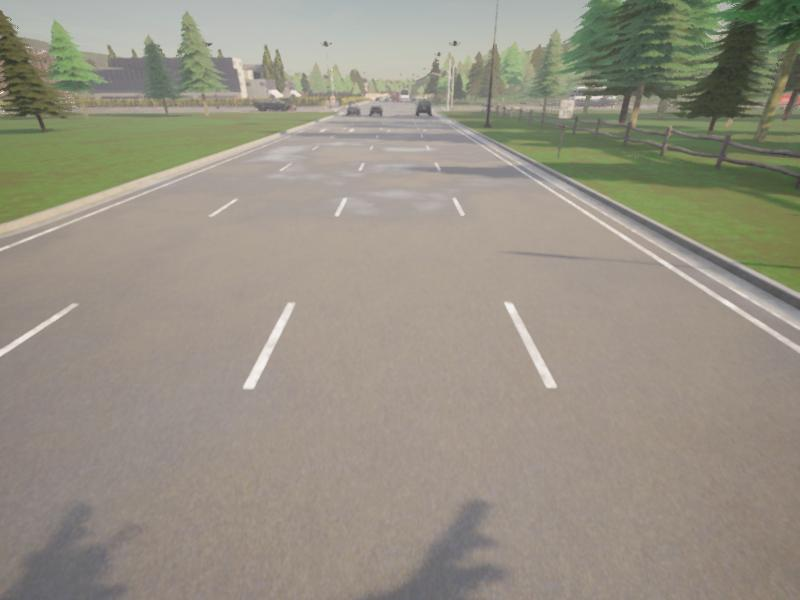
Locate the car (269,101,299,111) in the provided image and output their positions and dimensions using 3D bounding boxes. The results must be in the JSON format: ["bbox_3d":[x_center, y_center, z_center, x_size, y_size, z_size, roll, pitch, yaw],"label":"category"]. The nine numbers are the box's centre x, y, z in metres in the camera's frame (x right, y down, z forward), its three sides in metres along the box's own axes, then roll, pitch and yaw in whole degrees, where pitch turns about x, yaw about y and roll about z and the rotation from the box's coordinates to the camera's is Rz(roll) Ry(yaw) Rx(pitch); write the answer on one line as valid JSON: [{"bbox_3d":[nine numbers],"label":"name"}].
[{"bbox_3d":[-22.368,-37.346,77.129,5.027,1.651,2.152,-1,27,0],"label":"car"}]

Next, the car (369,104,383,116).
[{"bbox_3d":[-3.550,-28.813,60.620,1.837,1.490,4.892,0,28,0],"label":"car"}]

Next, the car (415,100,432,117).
[{"bbox_3d":[3.450,-28.178,58.733,2.150,2.045,5.566,0,28,0],"label":"car"}]

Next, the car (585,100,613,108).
[{"bbox_3d":[43.709,-43.220,88.008,4.892,1.490,1.837,-1,27,-1],"label":"car"}]

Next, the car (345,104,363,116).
[{"bbox_3d":[-7.051,-29.215,61.409,2.128,1.511,4.902,0,27,0],"label":"car"}]

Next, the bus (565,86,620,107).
[{"bbox_3d":[44.866,-47.621,93.493,10.273,4.253,3.944,-1,27,-1],"label":"bus"}]

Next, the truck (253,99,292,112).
[{"bbox_3d":[-23.512,-35.937,73.899,6.274,2.098,2.390,-1,27,-1],"label":"truck"}]
